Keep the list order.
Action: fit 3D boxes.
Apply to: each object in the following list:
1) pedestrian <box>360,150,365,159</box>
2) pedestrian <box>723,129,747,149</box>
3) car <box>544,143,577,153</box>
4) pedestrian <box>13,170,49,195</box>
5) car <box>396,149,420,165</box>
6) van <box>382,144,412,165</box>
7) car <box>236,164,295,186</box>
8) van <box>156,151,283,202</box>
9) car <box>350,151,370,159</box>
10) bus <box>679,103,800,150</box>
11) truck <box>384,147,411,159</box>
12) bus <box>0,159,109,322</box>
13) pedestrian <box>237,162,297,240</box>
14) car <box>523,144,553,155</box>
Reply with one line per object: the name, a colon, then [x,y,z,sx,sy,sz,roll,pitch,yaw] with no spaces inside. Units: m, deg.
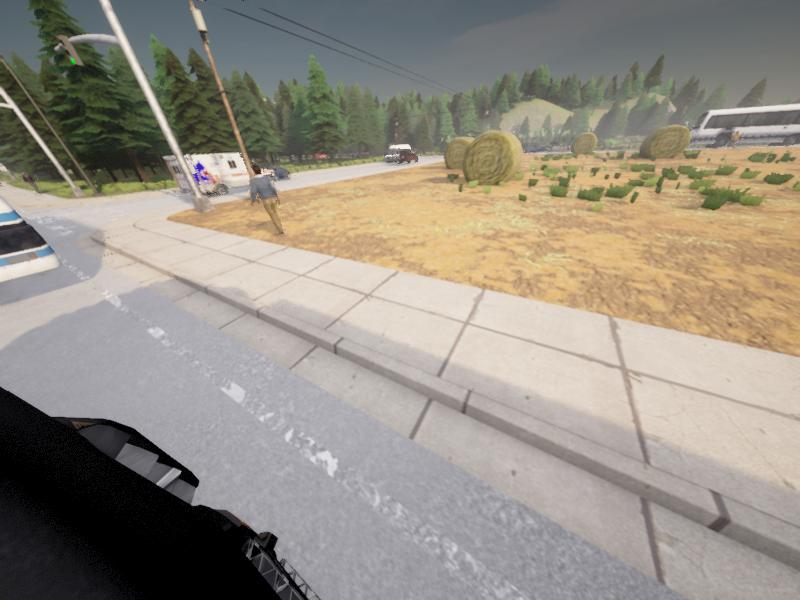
pedestrian: [-9.337,-36.095,57.320,0.751,1.860,0.751,-30,42,-35]
pedestrian: [39.938,-19.160,27.560,0.751,1.860,0.751,18,39,29]
car: [29.588,-28.086,42.760,4.718,1.301,1.895,18,39,29]
pedestrian: [-32.404,-10.307,20.304,0.751,1.860,0.751,14,37,24]
car: [1.327,-21.747,35.086,1.905,1.878,3.866,16,38,27]
van: [-0.373,-24.151,38.278,1.988,2.561,5.915,16,38,27]
car: [-12.593,-11.964,21.951,1.994,1.385,4.181,16,38,27]
van: [-12.239,-9.025,16.518,2.351,2.431,6.366,16,38,27]
car: [-10.755,-39.214,62.676,5.238,1.638,1.930,18,39,29]
bus: [44.748,-21.952,29.514,10.273,4.253,3.944,19,39,28]
truck: [-0.618,-36.090,56.681,6.274,2.098,2.390,19,39,29]
bus: [-11.647,-2.240,4.499,10.273,4.253,3.944,14,37,26]
pedestrian: [-3.662,-2.758,6.470,0.751,1.860,0.751,-28,41,-32]
car: [25.011,-27.335,41.848,4.193,1.474,1.816,18,39,29]
